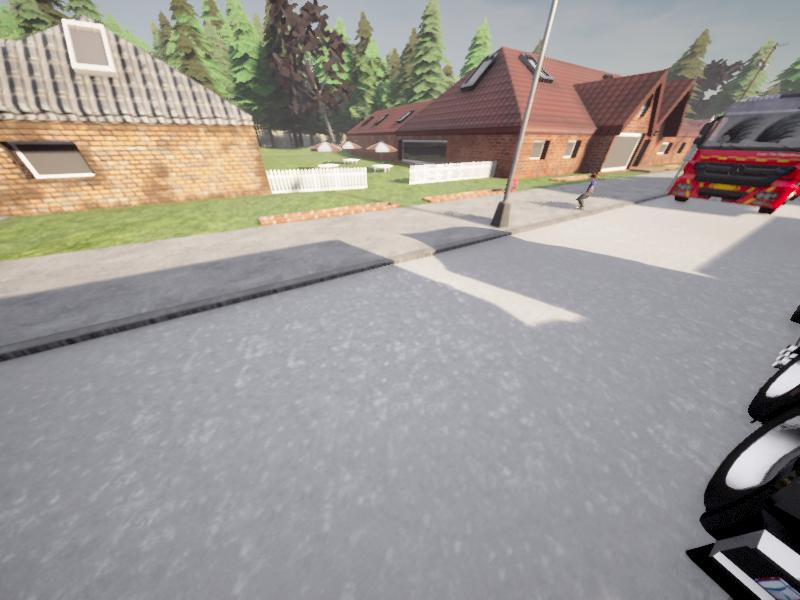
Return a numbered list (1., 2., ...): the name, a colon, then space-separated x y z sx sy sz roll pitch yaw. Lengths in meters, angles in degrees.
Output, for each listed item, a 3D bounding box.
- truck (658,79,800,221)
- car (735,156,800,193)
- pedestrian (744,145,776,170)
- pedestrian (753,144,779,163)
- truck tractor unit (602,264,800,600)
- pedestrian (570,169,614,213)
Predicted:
1. truck: 15.654 -6.206 9.686 8.468 3.827 2.891 -18 39 -24
2. car: 23.001 -7.643 13.830 4.902 1.511 2.128 -18 39 -24
3. pedestrian: 33.056 -13.106 21.222 0.751 1.860 0.751 -23 41 -30
4. pedestrian: 43.651 -17.475 27.577 0.751 1.860 0.751 -19 39 -26
5. truck tractor unit: 5.109 -0.303 0.779 6.516 4.208 3.053 -18 39 -24
6. pedestrian: 6.886 -3.952 8.366 0.751 1.300 0.751 19 39 25
